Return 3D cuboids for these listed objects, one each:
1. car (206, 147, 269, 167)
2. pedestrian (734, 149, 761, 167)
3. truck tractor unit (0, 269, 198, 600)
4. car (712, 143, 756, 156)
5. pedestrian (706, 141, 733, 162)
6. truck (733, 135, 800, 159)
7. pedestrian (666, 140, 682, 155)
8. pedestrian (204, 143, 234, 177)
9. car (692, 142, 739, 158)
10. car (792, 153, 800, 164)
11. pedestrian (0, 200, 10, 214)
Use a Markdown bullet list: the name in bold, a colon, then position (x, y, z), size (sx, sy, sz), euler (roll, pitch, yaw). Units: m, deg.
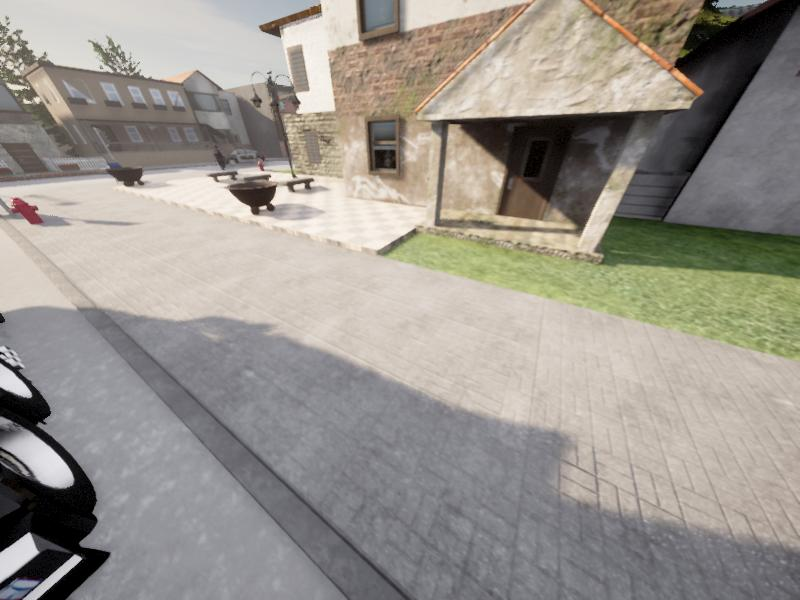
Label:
- **car**: position (-17.771, -15.928, 25.588), size (1.930, 1.638, 5.238), euler (18, 39, 24)
- **pedestrian**: position (30.811, -12.648, 20.529), size (0.751, 1.300, 0.751), euler (-29, 44, -34)
- **truck tractor unit**: position (-5.122, -0.289, 0.767), size (6.516, 4.208, 3.053), euler (18, 39, 24)
- **car**: position (51.265, -23.273, 35.631), size (2.038, 1.542, 4.974), euler (19, 39, 26)
- **pedestrian**: position (33.256, -15.482, 24.088), size (0.751, 1.860, 0.751), euler (19, 39, 25)
- **truck**: position (47.540, -19.915, 30.010), size (2.627, 2.467, 5.204), euler (18, 39, 25)
- **pedestrian**: position (40.127, -22.286, 33.797), size (0.751, 1.860, 0.751), euler (26, 43, 33)
- **pedestrian**: position (-12.132, -9.410, 15.542), size (0.751, 1.860, 0.751), euler (-4, 35, -5)
- **car**: position (44.831, -21.476, 32.986), size (2.242, 1.667, 4.611), euler (18, 39, 24)
- **car**: position (41.604, -13.917, 21.833), size (2.150, 2.045, 5.566), euler (18, 39, 25)
- **pedestrian**: position (-14.969, -3.844, 7.815), size (0.751, 1.860, 0.751), euler (-15, 37, -20)
